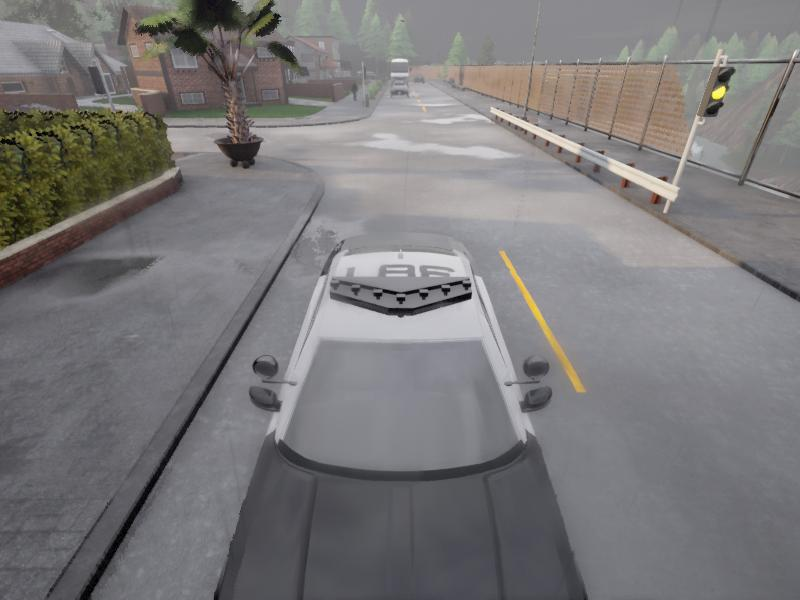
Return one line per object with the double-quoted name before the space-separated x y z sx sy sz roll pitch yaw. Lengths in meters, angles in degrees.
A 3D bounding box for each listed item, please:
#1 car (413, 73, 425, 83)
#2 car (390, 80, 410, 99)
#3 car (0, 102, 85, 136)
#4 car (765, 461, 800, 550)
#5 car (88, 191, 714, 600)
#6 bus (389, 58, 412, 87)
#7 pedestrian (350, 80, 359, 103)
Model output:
"car" 3.968 -47.085 84.940 2.097 1.767 4.553 -1 30 -2
"car" -0.013 -23.884 45.346 2.152 1.651 5.027 0 30 0
"car" -19.494 -9.455 20.857 4.181 1.385 1.994 0 30 0
"car" 4.002 2.216 0.623 2.152 1.651 5.027 0 30 0
"car" 0.006 0.626 3.353 1.930 1.638 5.238 0 31 0
"bus" 0.094 -41.682 73.236 3.944 4.253 10.273 0 30 0
"pedestrian" -4.192 -19.368 37.113 0.751 1.860 0.751 -2 30 -3
